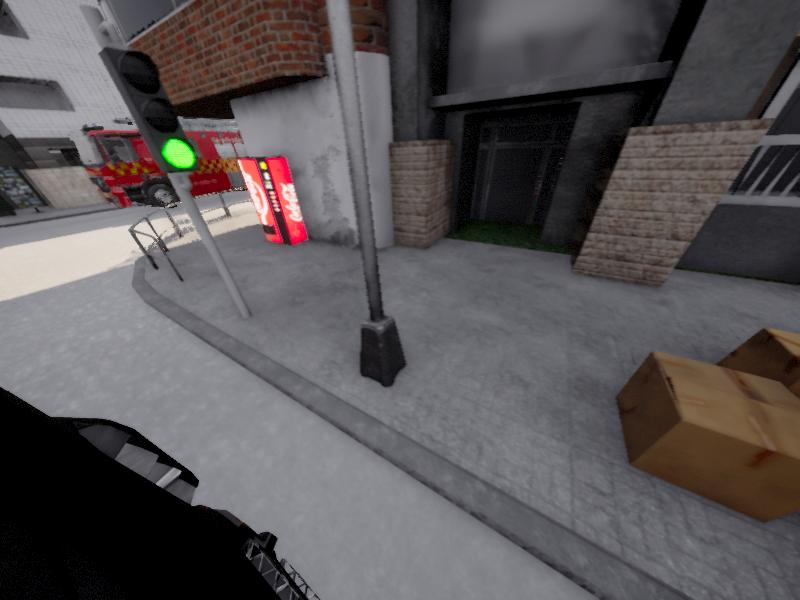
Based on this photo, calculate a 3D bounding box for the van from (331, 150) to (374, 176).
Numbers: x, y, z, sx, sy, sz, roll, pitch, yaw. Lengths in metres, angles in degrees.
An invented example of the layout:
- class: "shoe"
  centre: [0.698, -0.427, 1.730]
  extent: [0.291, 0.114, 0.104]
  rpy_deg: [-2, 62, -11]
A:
- class: "van"
  centre: [-4.753, -14.193, 23.919]
  extent: [1.775, 1.987, 4.442]
  rpy_deg: [16, 38, 26]

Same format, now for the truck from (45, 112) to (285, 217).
- class: "truck"
  centre: [-11.844, -7.935, 13.377]
  extent: [2.891, 3.827, 8.468]
  rpy_deg: [16, 38, 26]
